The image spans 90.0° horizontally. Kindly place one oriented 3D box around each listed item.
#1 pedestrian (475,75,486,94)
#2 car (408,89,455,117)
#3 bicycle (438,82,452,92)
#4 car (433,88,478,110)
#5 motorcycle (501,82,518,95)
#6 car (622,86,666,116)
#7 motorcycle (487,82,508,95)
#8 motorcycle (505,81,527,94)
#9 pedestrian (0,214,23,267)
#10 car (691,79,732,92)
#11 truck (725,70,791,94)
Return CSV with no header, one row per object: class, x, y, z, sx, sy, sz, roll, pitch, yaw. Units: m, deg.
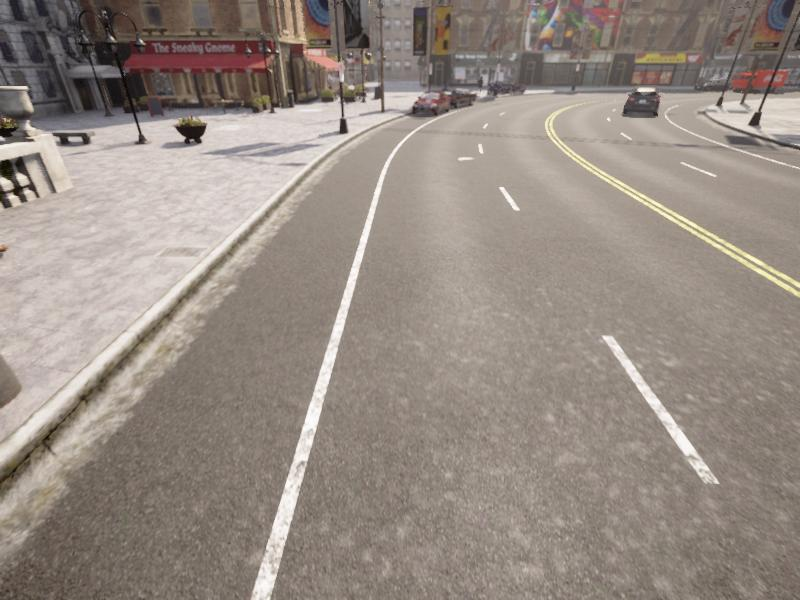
pedestrian,9.132,-24.372,45.337,0.751,1.860,0.751,22,37,32
car,2.371,-14.288,28.899,2.002,1.452,4.674,11,32,18
bicycle,5.657,-26.779,50.350,1.643,1.024,0.373,1,20,1
car,4.695,-16.875,33.454,1.895,1.301,4.718,17,34,27
motorcycle,12.513,-24.213,45.772,1.805,1.236,0.856,6,31,10
car,17.784,-14.562,29.133,2.242,1.667,4.611,16,34,25
motorcycle,10.961,-23.818,45.041,2.209,1.251,0.867,6,31,10
motorcycle,13.470,-24.712,46.565,2.356,1.277,0.764,6,31,10
pedestrian,-6.930,-1.384,6.156,0.751,1.860,0.751,6,31,9
car,41.083,-28.305,52.816,3.806,1.475,1.970,-5,31,-8
truck,44.357,-27.125,49.731,5.204,2.467,2.627,-1,30,-2
